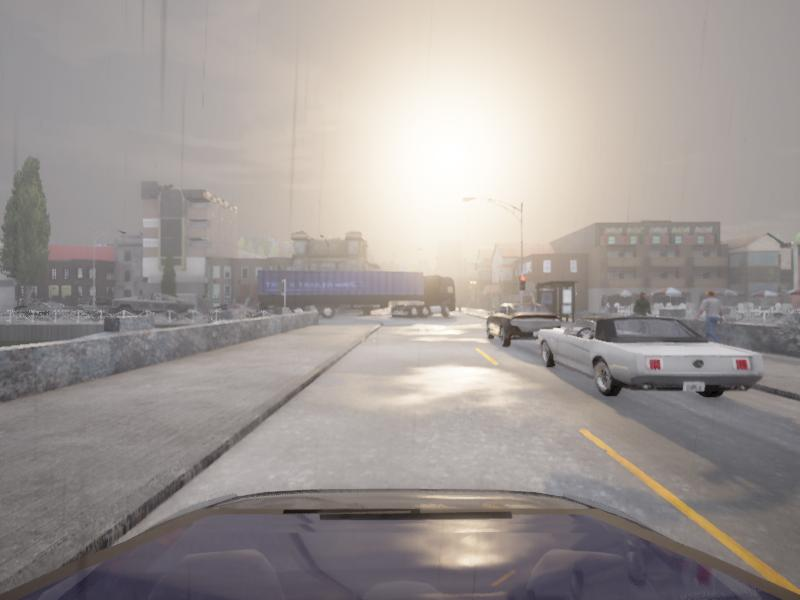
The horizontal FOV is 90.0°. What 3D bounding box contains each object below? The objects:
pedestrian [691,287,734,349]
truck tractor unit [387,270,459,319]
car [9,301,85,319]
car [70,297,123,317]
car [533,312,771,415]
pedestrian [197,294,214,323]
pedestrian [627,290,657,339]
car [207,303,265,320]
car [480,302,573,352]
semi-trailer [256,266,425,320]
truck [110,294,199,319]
[{"bbox_3d":[9.717,0.545,12.468,0.751,1.860,0.751,0,0,2],"label":"pedestrian"},{"bbox_3d":[2.293,-0.484,37.940,6.516,4.208,3.053,0,0,-41],"label":"truck tractor unit"},{"bbox_3d":[-30.992,0.862,35.187,4.902,1.511,2.128,0,0,2],"label":"car"},{"bbox_3d":[-29.645,0.675,39.146,3.866,1.878,1.905,0,0,2],"label":"car"},{"bbox_3d":[4.303,0.951,7.966,1.895,1.301,4.718,0,0,2],"label":"car"},{"bbox_3d":[-12.864,0.568,26.461,0.751,1.860,0.751,0,0,1],"label":"pedestrian"},{"bbox_3d":[9.312,0.547,15.397,0.751,1.860,0.751,0,0,8],"label":"pedestrian"},{"bbox_3d":[-14.099,0.951,34.527,4.181,1.385,1.994,0,0,-1],"label":"car"},{"bbox_3d":[4.438,0.849,14.912,2.128,1.511,4.902,0,0,3],"label":"car"},{"bbox_3d":[-5.023,-0.590,35.449,14.254,4.402,2.717,0,0,-12],"label":"semi-trailer"},{"bbox_3d":[-21.282,0.568,34.862,6.274,2.098,2.390,0,0,2],"label":"truck"}]
